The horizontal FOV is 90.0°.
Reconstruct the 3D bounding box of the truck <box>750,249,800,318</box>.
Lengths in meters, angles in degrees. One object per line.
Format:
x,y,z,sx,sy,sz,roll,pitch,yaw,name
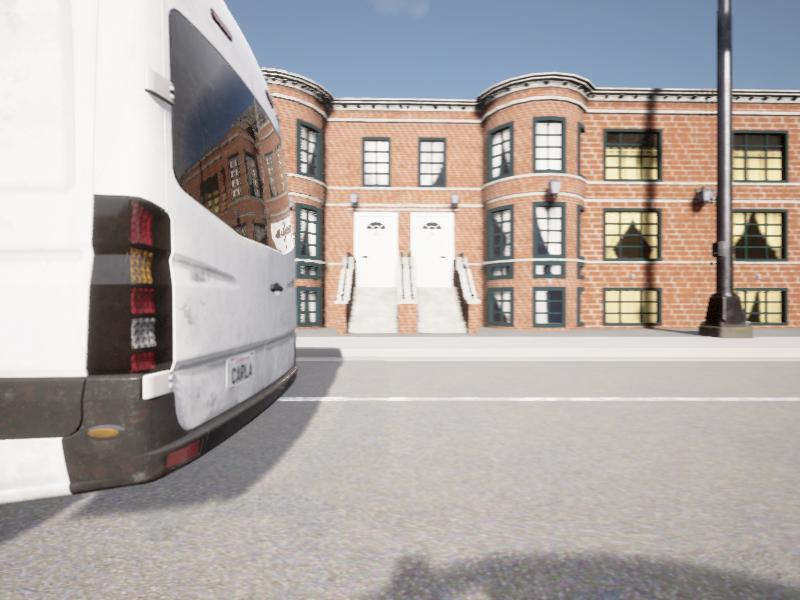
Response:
23.488,-0.915,20.960,2.891,3.827,8.468,0,0,0,truck

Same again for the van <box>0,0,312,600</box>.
-3.663,-0.279,2.213,5.915,2.561,1.988,0,0,0,van
